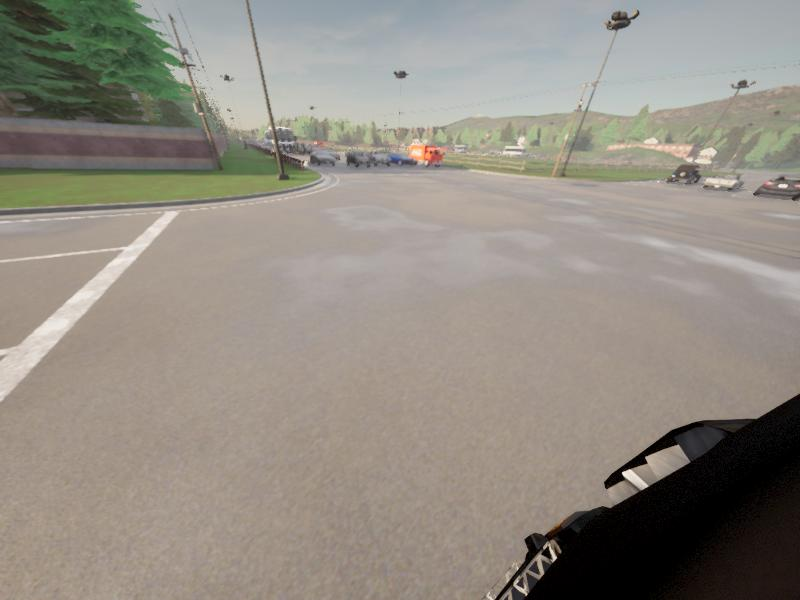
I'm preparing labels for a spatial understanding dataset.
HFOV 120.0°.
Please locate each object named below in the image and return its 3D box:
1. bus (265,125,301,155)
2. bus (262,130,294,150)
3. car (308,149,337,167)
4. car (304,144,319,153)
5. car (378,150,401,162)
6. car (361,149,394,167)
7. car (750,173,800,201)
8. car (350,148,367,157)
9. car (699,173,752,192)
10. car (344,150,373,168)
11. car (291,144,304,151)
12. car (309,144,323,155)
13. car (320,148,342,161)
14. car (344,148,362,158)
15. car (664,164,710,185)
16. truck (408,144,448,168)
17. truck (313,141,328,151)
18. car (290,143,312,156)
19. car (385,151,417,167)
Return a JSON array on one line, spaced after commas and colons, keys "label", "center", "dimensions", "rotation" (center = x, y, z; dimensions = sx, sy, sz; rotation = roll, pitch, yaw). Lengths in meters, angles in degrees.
[{"label": "bus", "center": [-22.943, -31.115, 45.011], "dimensions": [3.944, 4.253, 10.273], "rotation": [-18, 39, -26]}, {"label": "bus", "center": [-34.363, -44.850, 64.819], "dimensions": [3.944, 4.253, 10.273], "rotation": [-25, 43, -35]}, {"label": "car", "center": [-8.809, -16.075, 26.109], "dimensions": [1.812, 1.442, 4.674], "rotation": [-16, 38, -26]}, {"label": "car", "center": [-20.712, -35.400, 54.013], "dimensions": [2.242, 1.667, 4.611], "rotation": [-16, 38, -26]}, {"label": "car", "center": [-1.935, -24.665, 39.471], "dimensions": [2.007, 1.525, 4.514], "rotation": [-16, 38, -26]}, {"label": "car", "center": [-3.008, -18.124, 29.475], "dimensions": [2.152, 1.651, 5.027], "rotation": [-16, 38, -26]}, {"label": "car", "center": [31.741, -9.379, 18.982], "dimensions": [4.611, 1.667, 2.242], "rotation": [-16, 38, -26]}, {"label": "car", "center": [-8.756, -31.243, 48.966], "dimensions": [1.994, 1.385, 4.181], "rotation": [-16, 38, -26]}, {"label": "car", "center": [31.448, -11.386, 22.312], "dimensions": [4.718, 1.301, 1.895], "rotation": [-16, 38, -26]}, {"label": "car", "center": [-4.724, -15.953, 26.142], "dimensions": [1.789, 1.549, 3.705], "rotation": [-16, 38, -26]}, {"label": "car", "center": [-29.239, -43.628, 65.886], "dimensions": [2.163, 1.488, 4.792], "rotation": [-16, 38, -26]}, {"label": "car", "center": [-17.727, -31.690, 48.667], "dimensions": [2.242, 1.667, 4.611], "rotation": [-10, 36, -18]}, {"label": "car", "center": [-10.304, -21.500, 34.208], "dimensions": [1.994, 1.385, 4.181], "rotation": [-15, 38, -25]}, {"label": "car", "center": [-8.792, -27.511, 43.260], "dimensions": [1.970, 1.475, 3.806], "rotation": [-16, 38, -26]}, {"label": "car", "center": [32.036, -14.040, 25.807], "dimensions": [3.866, 1.878, 1.905], "rotation": [-16, 38, -26]}, {"label": "truck", "center": [3.666, -19.620, 31.465], "dimensions": [2.627, 2.467, 5.204], "rotation": [-16, 38, -26]}, {"label": "truck", "center": [-24.181, -46.752, 70.084], "dimensions": [2.627, 2.467, 5.204], "rotation": [-16, 38, -26]}, {"label": "car", "center": [-18.030, -27.429, 42.074], "dimensions": [1.905, 1.878, 3.866], "rotation": [-26, 44, -35]}, {"label": "car", "center": [0.008, -18.961, 31.041], "dimensions": [1.882, 1.535, 5.008], "rotation": [-16, 38, -26]}]
